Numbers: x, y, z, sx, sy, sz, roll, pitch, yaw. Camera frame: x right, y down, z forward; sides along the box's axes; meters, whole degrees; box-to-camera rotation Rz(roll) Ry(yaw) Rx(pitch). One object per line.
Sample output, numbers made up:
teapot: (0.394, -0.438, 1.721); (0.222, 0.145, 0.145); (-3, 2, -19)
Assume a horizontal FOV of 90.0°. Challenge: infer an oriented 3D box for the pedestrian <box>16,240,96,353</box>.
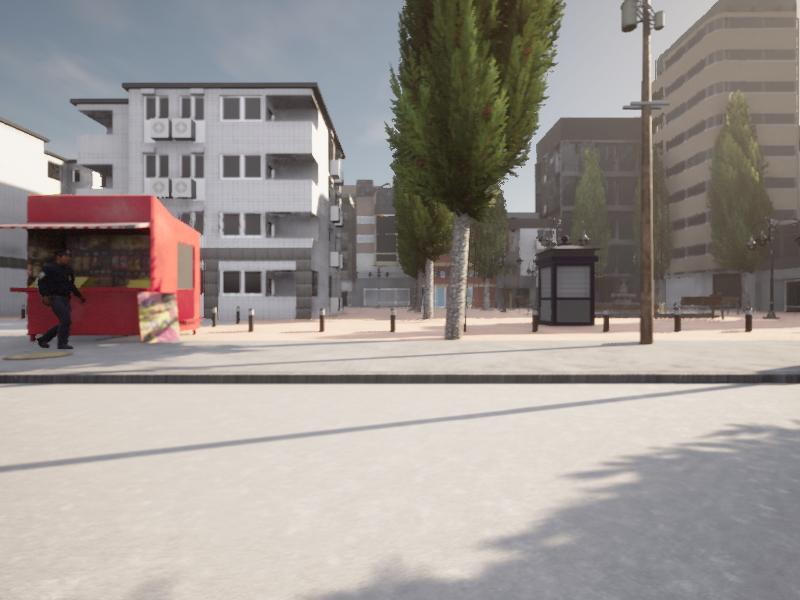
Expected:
pedestrian: (-5.971, -0.059, 6.987); (0.751, 1.860, 0.751); (0, 0, 3)
